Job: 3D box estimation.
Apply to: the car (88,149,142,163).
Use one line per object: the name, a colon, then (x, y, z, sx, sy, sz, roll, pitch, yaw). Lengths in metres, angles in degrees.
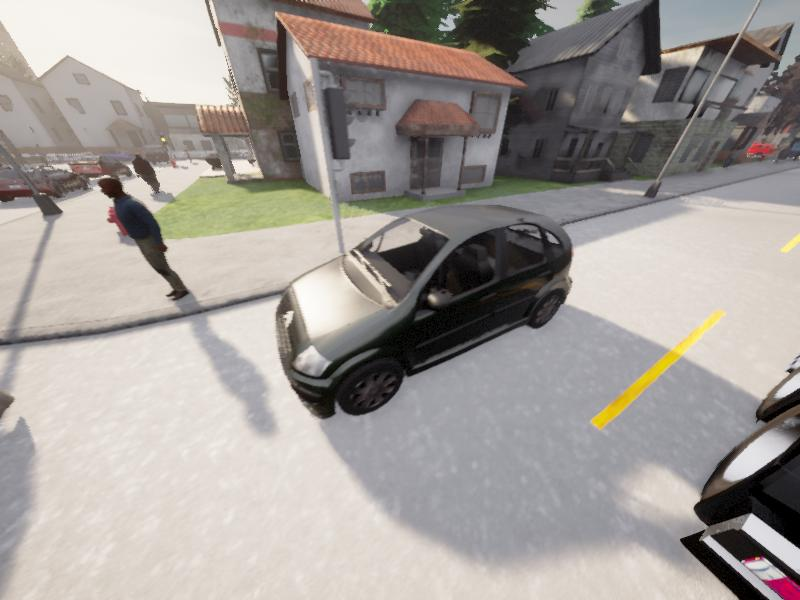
car: (-38.416, -19.446, 31.218, 4.193, 1.474, 1.816, -4, 35, -5)

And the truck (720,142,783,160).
truck: (61.027, -26.112, 40.307, 2.627, 2.467, 5.204, -17, 38, -23)

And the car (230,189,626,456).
car: (0.466, -0.277, 3.059, 3.988, 1.617, 1.851, -17, 38, -23)

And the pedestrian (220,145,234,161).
pedestrian: (-23.846, -20.266, 31.809, 0.751, 1.860, 0.751, -9, 35, -13)

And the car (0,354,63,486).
car: (-4.800, 1.399, 0.690, 3.633, 1.501, 1.845, -17, 38, -23)

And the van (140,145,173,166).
van: (-29.989, -17.984, 28.617, 1.775, 1.987, 4.442, -22, 40, -29)

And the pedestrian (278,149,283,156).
pedestrian: (-22.993, -28.351, 44.298, 0.500, 1.100, 0.500, -17, 38, -23)

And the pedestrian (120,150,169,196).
pedestrian: (-12.303, -6.154, 11.208, 0.751, 1.860, 0.751, -17, 38, -24)

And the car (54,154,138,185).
car: (-21.641, -9.602, 16.776, 2.007, 1.525, 4.514, -17, 38, -24)

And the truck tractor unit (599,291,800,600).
truck tractor unit: (5.145, -0.265, 0.724, 6.516, 4.208, 3.053, -17, 38, -22)

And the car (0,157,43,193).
car: (-23.570, -6.865, 12.797, 2.128, 1.511, 4.902, -17, 38, -24)

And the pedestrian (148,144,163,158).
pedestrian: (-39.152, -23.813, 37.024, 0.751, 1.860, 0.751, -17, 38, -24)

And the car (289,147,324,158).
car: (-16.804, -26.757, 41.765, 5.366, 1.575, 1.801, -18, 38, -24)

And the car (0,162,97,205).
car: (-18.256, -6.084, 11.773, 1.994, 1.385, 4.181, -18, 38, -24)

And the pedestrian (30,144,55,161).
pedestrian: (-46.511, -19.191, 30.108, 0.751, 1.860, 0.751, -14, 37, -19)

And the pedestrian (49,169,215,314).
pedestrian: (-3.789, -0.850, 3.454, 0.751, 1.860, 0.751, 19, 39, 26)

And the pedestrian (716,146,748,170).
pedestrian: (30.776, -13.195, 21.422, 0.751, 1.860, 0.751, -15, 37, -21)
